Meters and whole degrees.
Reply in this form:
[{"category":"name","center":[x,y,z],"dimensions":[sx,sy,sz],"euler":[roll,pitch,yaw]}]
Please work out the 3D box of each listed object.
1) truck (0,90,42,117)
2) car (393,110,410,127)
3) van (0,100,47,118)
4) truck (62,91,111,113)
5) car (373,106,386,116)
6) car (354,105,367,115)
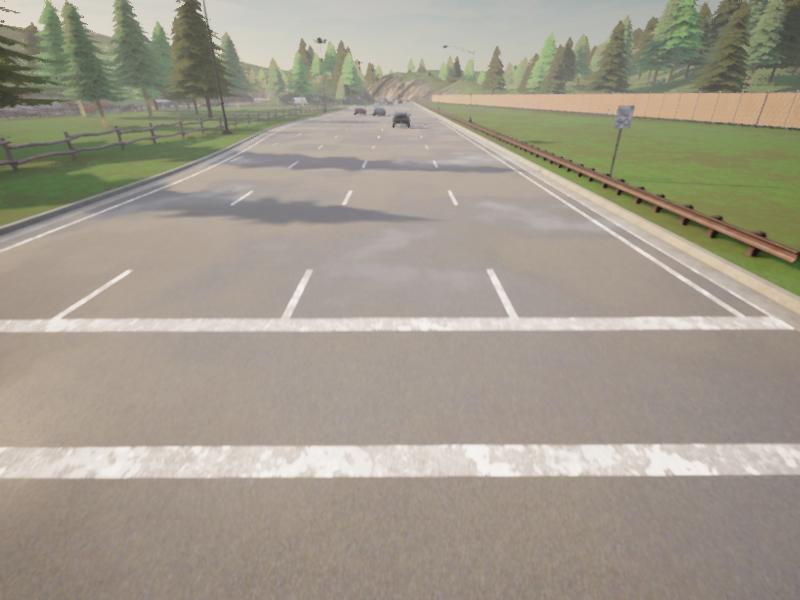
[{"category":"truck","center":[-64.535,-32.389,65.913],"dimensions":[2.891,3.827,8.468],"euler":[0,27,0]},{"category":"car","center":[0.114,-20.410,44.912],"dimensions":[1.837,1.490,4.892],"euler":[0,27,-1]},{"category":"van","center":[-61.038,-30.825,64.380],"dimensions":[2.351,2.431,6.366],"euler":[0,27,0]},{"category":"truck","center":[-64.467,-40.956,82.657],"dimensions":[2.891,3.827,8.468],"euler":[0,27,0]},{"category":"car","center":[-3.478,-32.123,67.923],"dimensions":[1.994,1.385,4.181],"euler":[0,27,0]},{"category":"car","center":[-6.977,-33.655,70.865],"dimensions":[1.812,1.442,4.674],"euler":[0,27,0]}]
